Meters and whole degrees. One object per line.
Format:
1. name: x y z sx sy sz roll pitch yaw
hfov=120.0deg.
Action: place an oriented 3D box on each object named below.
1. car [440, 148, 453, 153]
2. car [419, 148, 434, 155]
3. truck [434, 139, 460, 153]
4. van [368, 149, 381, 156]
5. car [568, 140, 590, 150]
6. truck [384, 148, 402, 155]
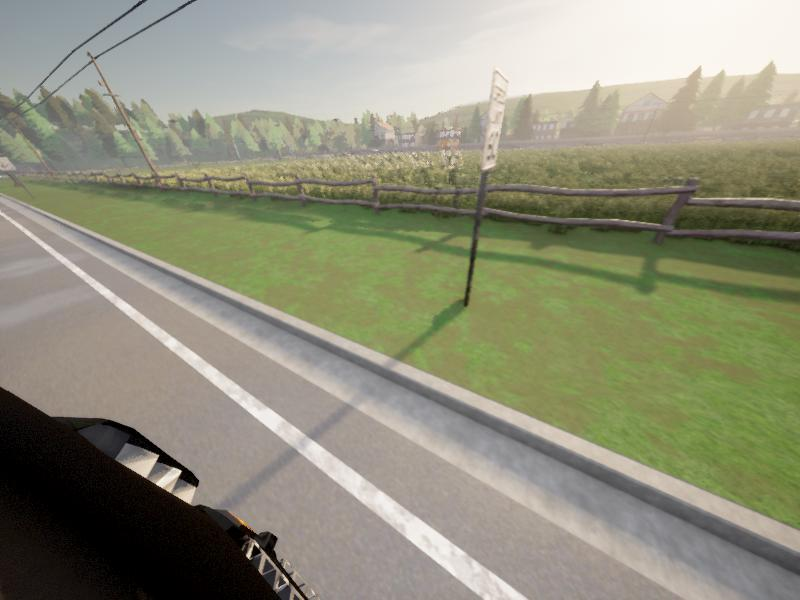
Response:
1. car: 16.272 -52.588 81.183 4.193 1.474 1.816 16 38 26
2. car: 8.872 -50.290 78.186 4.611 1.667 2.242 16 38 26
3. truck: 16.954 -55.595 83.559 8.468 3.827 2.891 16 38 26
4. van: -10.083 -58.240 91.147 4.480 2.038 2.069 16 38 26
5. car: 45.802 -39.694 59.164 3.866 1.878 1.905 16 38 26
6. truck: -2.744 -58.371 90.755 6.274 2.098 2.390 16 38 26
